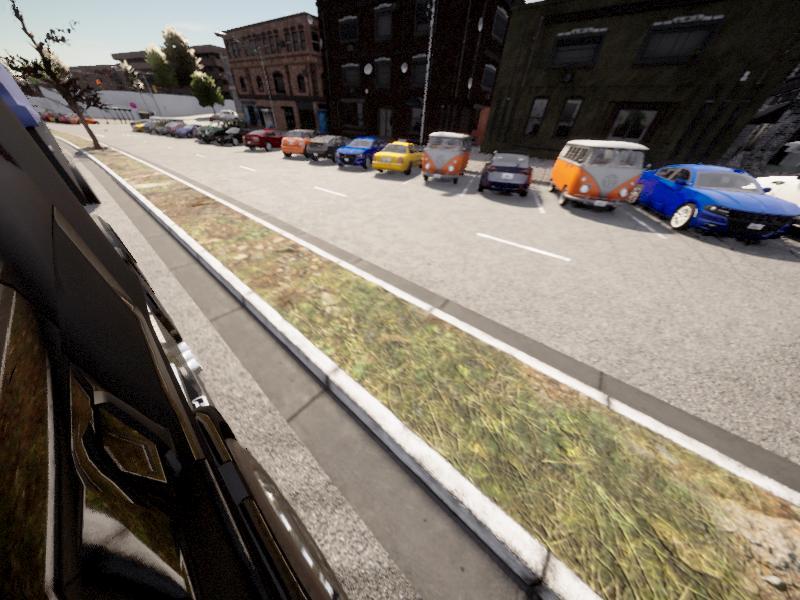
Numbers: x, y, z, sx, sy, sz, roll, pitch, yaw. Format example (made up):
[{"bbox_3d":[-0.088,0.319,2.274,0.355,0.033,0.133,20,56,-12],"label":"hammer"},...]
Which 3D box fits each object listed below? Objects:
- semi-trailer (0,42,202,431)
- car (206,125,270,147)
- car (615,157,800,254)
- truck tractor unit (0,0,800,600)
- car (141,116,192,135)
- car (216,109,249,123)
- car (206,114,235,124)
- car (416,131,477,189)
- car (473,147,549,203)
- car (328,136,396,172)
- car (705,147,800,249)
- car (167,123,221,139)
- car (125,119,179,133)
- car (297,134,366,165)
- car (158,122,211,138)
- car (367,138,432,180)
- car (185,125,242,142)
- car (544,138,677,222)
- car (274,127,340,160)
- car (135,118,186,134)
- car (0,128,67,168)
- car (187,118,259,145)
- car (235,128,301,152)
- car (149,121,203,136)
[{"bbox_3d":[-8.730,-3.576,4.204,14.254,4.402,2.717,28,44,30],"label":"semi-trailer"},{"bbox_3d":[-16.251,-16.722,23.557,2.097,1.535,5.008,13,38,13],"label":"car"},{"bbox_3d":[9.351,-3.327,7.245,2.097,1.535,5.008,14,38,15],"label":"car"},{"bbox_3d":[-2.645,-0.295,0.352,6.516,4.208,3.053,28,44,30],"label":"truck tractor unit"},{"bbox_3d":[-33.219,-24.907,33.070,1.878,1.987,4.442,11,37,11],"label":"car"},{"bbox_3d":[-38.738,-42.660,53.570,5.566,2.045,2.435,8,43,6],"label":"car"},{"bbox_3d":[-40.267,-40.682,51.827,4.674,1.452,2.002,8,43,6],"label":"car"},{"bbox_3d":[2.432,-7.143,11.537,1.878,1.987,4.442,14,38,14],"label":"car"},{"bbox_3d":[4.765,-5.787,10.298,2.163,1.488,4.792,14,38,15],"label":"car"},{"bbox_3d":[-2.151,-9.487,14.764,2.097,1.535,5.008,14,38,14],"label":"car"},{"bbox_3d":[11.655,-2.311,5.610,2.435,2.045,5.566,14,38,15],"label":"car"},{"bbox_3d":[-25.874,-21.352,29.215,2.002,1.452,4.674,12,37,11],"label":"car"},{"bbox_3d":[-38.183,-26.917,35.824,1.946,1.575,5.366,11,37,10],"label":"car"},{"bbox_3d":[-4.489,-10.700,16.241,2.231,1.521,4.892,13,38,14],"label":"car"},{"bbox_3d":[-28.313,-22.494,30.592,2.002,1.452,4.674,11,37,12],"label":"car"},{"bbox_3d":[0.211,-8.362,13.405,1.946,1.575,5.366,14,38,15],"label":"car"},{"bbox_3d":[-21.051,-19.036,26.419,2.002,1.452,4.674,12,37,12],"label":"car"},{"bbox_3d":[7.030,-4.676,8.526,1.878,1.987,4.442,14,38,15],"label":"car"},{"bbox_3d":[-6.824,-12.013,17.639,2.185,1.767,4.553,13,38,14],"label":"car"},{"bbox_3d":[-35.649,-26.029,34.589,2.185,1.767,4.553,11,37,10],"label":"car"},{"bbox_3d":[-19.467,-7.918,11.895,4.181,1.385,1.994,27,43,29],"label":"car"},{"bbox_3d":[-18.637,-18.084,24.808,2.435,2.045,5.566,13,38,12],"label":"car"},{"bbox_3d":[-11.519,-14.337,20.663,2.097,1.535,5.008,13,38,13],"label":"car"},{"bbox_3d":[-30.744,-23.666,31.944,2.231,1.521,4.892,11,37,11],"label":"car"}]
